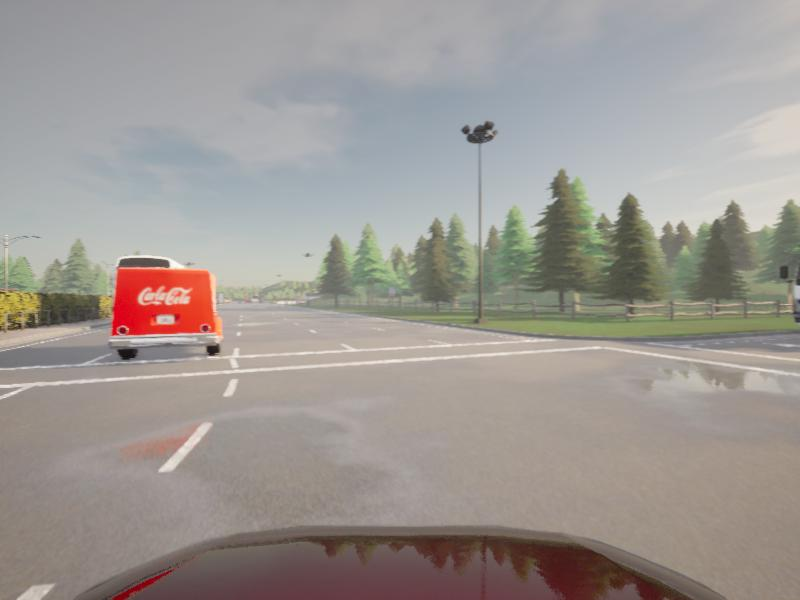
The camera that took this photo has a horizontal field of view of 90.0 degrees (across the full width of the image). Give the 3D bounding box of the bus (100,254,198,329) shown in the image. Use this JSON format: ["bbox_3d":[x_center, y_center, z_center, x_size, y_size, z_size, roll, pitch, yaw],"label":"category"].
[{"bbox_3d":[-16.963,-0.492,28.127,3.944,4.253,10.273,0,0,-21],"label":"bus"}]

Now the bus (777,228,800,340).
[{"bbox_3d":[20.453,-0.612,15.982,10.273,4.253,3.944,0,0,-22],"label":"bus"}]

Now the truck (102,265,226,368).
[{"bbox_3d":[-6.924,0.378,12.507,2.627,2.467,5.204,0,0,-22],"label":"truck"}]
